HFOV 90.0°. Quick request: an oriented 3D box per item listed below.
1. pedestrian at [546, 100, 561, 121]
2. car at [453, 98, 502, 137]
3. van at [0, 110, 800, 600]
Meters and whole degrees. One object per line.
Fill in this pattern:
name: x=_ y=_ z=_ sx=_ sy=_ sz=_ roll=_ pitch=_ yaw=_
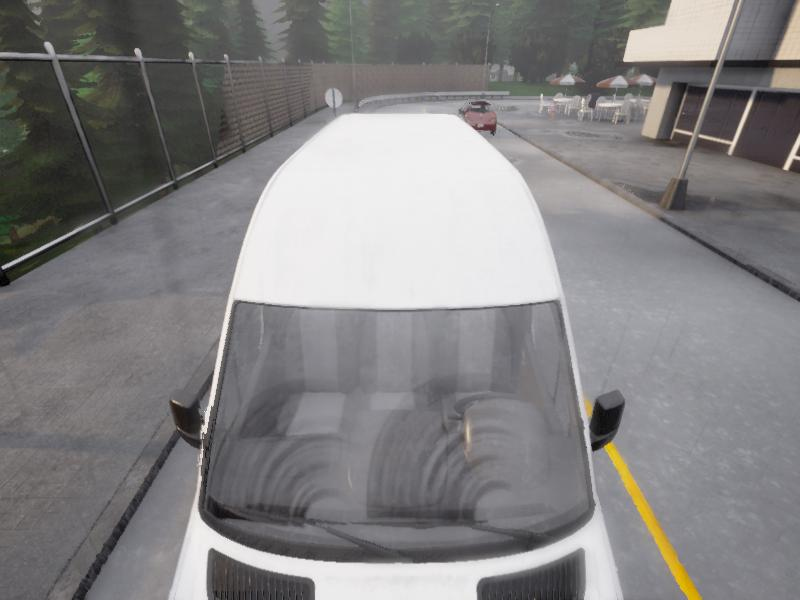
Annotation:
pedestrian: x=9.528 y=-11.793 z=24.880 sx=0.500 sy=1.100 sz=0.500 roll=-13 pitch=33 yaw=-21
car: x=3.965 y=-9.718 z=21.152 sx=1.845 sy=1.501 sz=3.633 roll=0 pitch=30 yaw=0
van: x=-0.019 y=0.015 z=3.497 sx=1.988 sy=2.561 sz=5.915 roll=0 pitch=30 yaw=0
